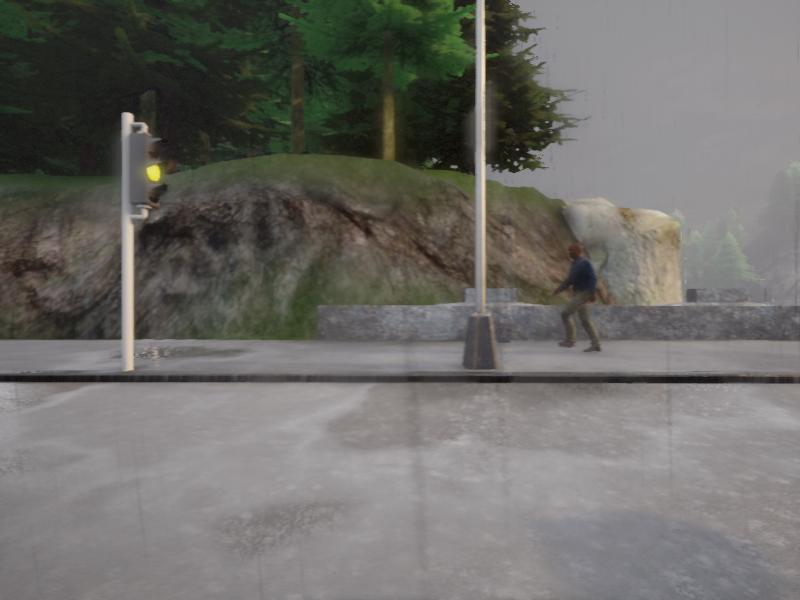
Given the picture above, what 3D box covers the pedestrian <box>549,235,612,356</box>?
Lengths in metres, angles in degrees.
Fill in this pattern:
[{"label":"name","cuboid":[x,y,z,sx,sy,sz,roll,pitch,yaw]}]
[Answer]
[{"label":"pedestrian","cuboid":[2.943,-0.068,6.593,0.751,1.860,0.751,0,0,7]}]
